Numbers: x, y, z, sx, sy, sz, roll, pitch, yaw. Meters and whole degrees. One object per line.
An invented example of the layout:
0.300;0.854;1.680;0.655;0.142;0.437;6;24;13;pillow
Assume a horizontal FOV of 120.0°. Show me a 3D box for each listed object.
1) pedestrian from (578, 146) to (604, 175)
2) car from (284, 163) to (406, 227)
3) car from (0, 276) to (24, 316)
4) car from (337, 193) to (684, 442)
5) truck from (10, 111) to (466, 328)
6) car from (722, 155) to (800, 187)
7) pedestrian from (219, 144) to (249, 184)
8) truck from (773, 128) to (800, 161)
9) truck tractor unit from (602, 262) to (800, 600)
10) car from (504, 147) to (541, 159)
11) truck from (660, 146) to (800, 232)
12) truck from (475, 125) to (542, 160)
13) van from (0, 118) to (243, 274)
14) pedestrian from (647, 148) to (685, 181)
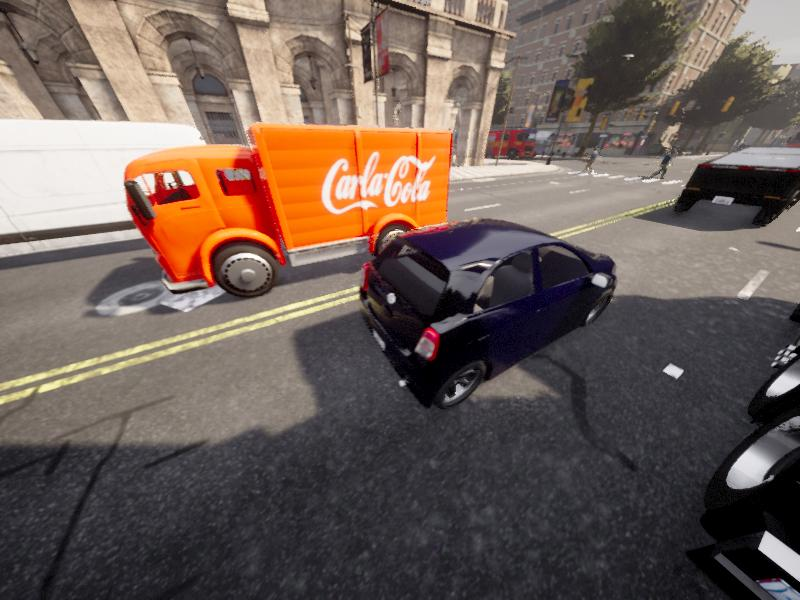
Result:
15.060;-10.992;18.227;0.751;1.860;0.751;-19;39;-26;pedestrian
-1.840;-3.878;8.214;3.633;1.501;1.845;-18;39;-24;car
-7.788;0.322;2.072;3.988;1.617;1.851;-18;39;-24;car
1.333;-0.285;3.081;3.633;1.501;1.845;-18;39;-24;car
-1.734;-1.988;4.679;5.204;2.467;2.627;-18;39;-24;truck
23.291;-8.526;15.128;3.806;1.475;1.970;-28;44;-34;car
-9.099;-7.496;12.756;0.751;1.860;0.751;-17;38;-23;pedestrian
59.784;-22.848;33.919;8.468;3.827;2.891;-18;39;-25;truck
5.107;-0.304;0.786;6.516;4.208;3.053;-18;39;-24;truck tractor unit
18.874;-22.942;35.952;1.895;1.301;4.718;-18;39;-24;car
13.168;-4.410;8.596;6.274;2.098;2.390;-18;39;-25;truck
15.547;-23.285;34.207;2.891;3.827;8.468;-18;39;-24;truck
-7.466;-2.469;5.266;5.915;2.561;1.988;-18;39;-24;van
18.002;-9.195;15.669;0.751;1.860;0.751;-13;37;-18;pedestrian
